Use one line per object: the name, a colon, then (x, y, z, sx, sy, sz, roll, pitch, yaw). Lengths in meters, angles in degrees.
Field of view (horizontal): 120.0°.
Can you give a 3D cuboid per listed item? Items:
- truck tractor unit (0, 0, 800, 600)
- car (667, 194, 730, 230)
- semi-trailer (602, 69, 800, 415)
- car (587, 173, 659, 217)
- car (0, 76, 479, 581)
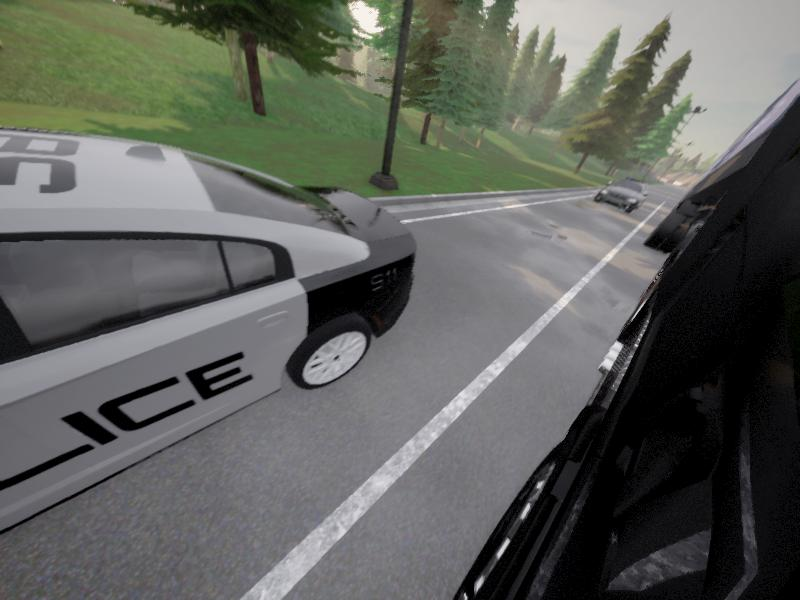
truck tractor unit: (2.645, -0.295, 0.351, 6.516, 4.208, 3.053, -27, 43, -30)
car: (20.010, -6.070, 15.638, 4.181, 1.385, 1.994, -22, 51, -37)
semi-trailer: (8.761, -2.593, 5.154, 14.254, 4.402, 2.717, -19, 49, -40)
car: (13.474, -6.379, 13.848, 4.974, 1.542, 2.038, -22, 51, -37)
car: (-2.153, 0.035, 1.079, 5.238, 1.638, 1.930, -23, 51, -37)
